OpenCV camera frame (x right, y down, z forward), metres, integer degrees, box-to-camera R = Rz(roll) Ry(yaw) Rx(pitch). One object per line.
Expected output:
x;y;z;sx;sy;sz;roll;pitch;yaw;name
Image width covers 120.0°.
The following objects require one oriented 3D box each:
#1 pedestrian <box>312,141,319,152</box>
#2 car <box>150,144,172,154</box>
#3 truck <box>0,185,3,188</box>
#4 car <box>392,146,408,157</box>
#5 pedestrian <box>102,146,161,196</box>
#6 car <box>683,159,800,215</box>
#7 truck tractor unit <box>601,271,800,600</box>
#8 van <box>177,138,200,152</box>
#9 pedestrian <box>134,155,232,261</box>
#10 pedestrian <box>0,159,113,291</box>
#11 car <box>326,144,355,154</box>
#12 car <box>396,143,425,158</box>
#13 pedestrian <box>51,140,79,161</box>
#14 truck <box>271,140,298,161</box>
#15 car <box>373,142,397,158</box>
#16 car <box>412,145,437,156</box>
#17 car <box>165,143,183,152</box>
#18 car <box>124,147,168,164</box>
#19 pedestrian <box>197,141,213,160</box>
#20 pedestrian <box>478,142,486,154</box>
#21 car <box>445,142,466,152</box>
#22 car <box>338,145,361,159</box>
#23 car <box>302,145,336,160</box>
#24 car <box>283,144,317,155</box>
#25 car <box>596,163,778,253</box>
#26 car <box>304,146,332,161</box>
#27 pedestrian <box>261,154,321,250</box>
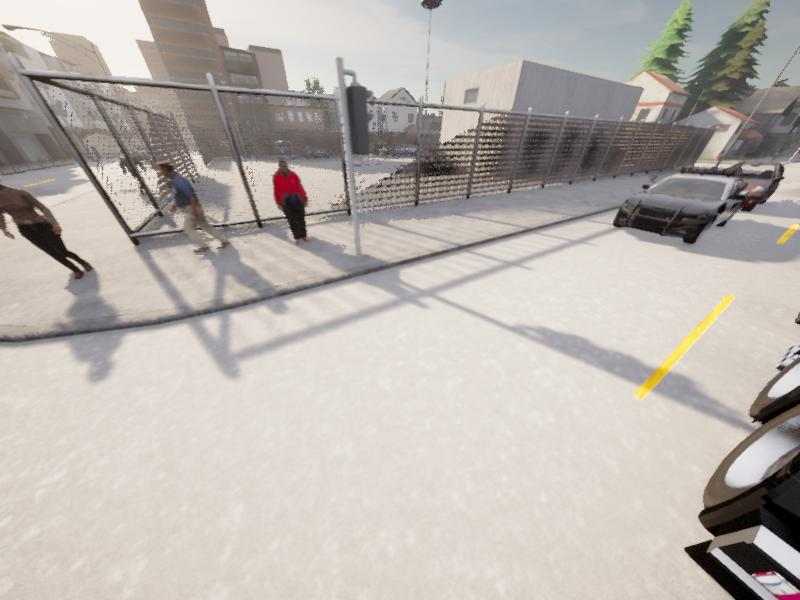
-17.151;-31.233;46.880;0.751;1.860;0.751;-18;39;-24;pedestrian
-47.117;-29.799;45.576;1.970;1.475;3.806;-18;39;-25;car
-21.260;-5.153;9.385;2.390;2.098;6.274;-19;39;-25;truck
0.015;-22.292;34.639;1.481;1.379;2.207;-18;39;-25;car
-11.697;-5.664;10.156;0.751;1.860;0.751;-13;37;-18;pedestrian
14.553;-4.936;9.817;3.988;1.617;1.851;-19;39;-25;car
5.121;-0.290;0.770;6.516;4.208;3.053;-18;39;-24;truck tractor unit
-46.717;-34.339;51.190;2.351;2.431;6.366;-18;39;-25;van
-4.376;-1.883;4.804;0.751;1.860;0.751;-25;42;-32;pedestrian
-6.012;-1.217;3.832;0.751;1.860;0.751;-25;42;-31;pedestrian
-11.345;-28.995;44.261;4.892;1.490;1.837;-19;39;-25;car
1.539;-23.290;35.905;2.242;1.667;4.611;-18;39;-25;car
-37.429;-16.738;25.875;0.751;1.860;0.751;-10;36;-14;pedestrian
-14.475;-18.724;28.882;2.069;2.038;4.478;-18;39;-25;truck
-2.284;-22.270;34.222;1.905;1.878;3.866;-18;39;-25;car
3.895;-24.508;37.795;1.816;1.474;4.193;-18;39;-25;car
-54.401;-36.858;55.704;2.152;1.651;5.027;-18;39;-25;car
-28.654;-16.549;26.313;2.033;1.411;5.357;-18;39;-25;car
-23.682;-18.204;28.103;0.751;1.860;0.751;-15;38;-21;pedestrian
15.351;-28.446;43.158;0.751;1.860;0.751;-20;40;-27;pedestrian
12.293;-33.762;50.969;3.866;1.878;1.905;-6;35;-9;car
-7.163;-21.120;32.826;1.845;1.501;3.633;-18;39;-25;car
-10.706;-19.569;30.548;3.705;1.547;1.789;-18;39;-25;car
-17.787;-26.891;41.166;4.902;1.511;2.128;-19;39;-26;car
8.749;-3.068;7.051;5.238;1.638;1.930;-19;39;-25;car
-10.983;-19.524;30.606;2.033;1.415;5.357;-18;39;-25;car
-2.468;-2.232;5.322;0.751;1.860;0.751;-16;38;-23;pedestrian
